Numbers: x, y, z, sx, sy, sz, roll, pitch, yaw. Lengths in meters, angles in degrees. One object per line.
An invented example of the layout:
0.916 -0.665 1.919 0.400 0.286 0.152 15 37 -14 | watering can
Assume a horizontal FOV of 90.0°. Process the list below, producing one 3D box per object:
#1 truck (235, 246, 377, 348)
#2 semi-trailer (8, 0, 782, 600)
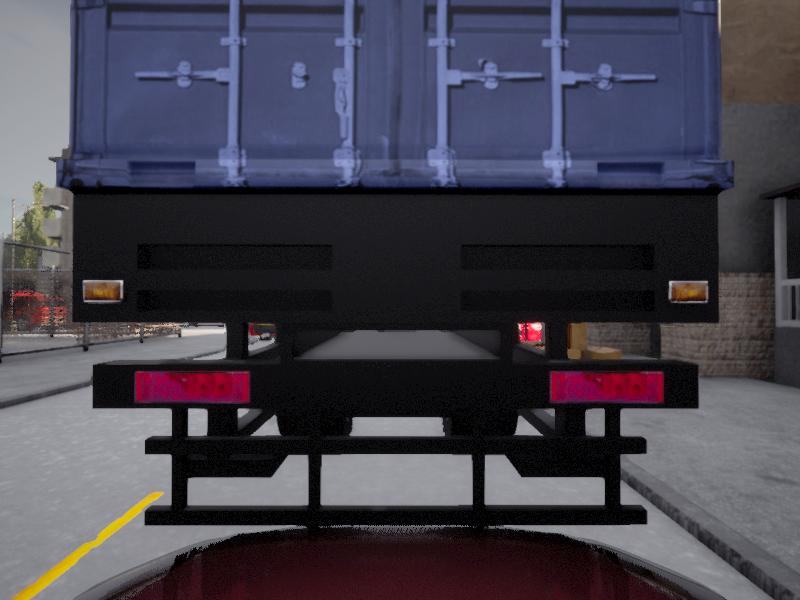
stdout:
-3.942 -0.045 19.523 2.891 3.827 8.468 -1 -1 17 | truck
-0.042 -0.508 8.561 2.717 4.402 14.254 0 -1 0 | semi-trailer
